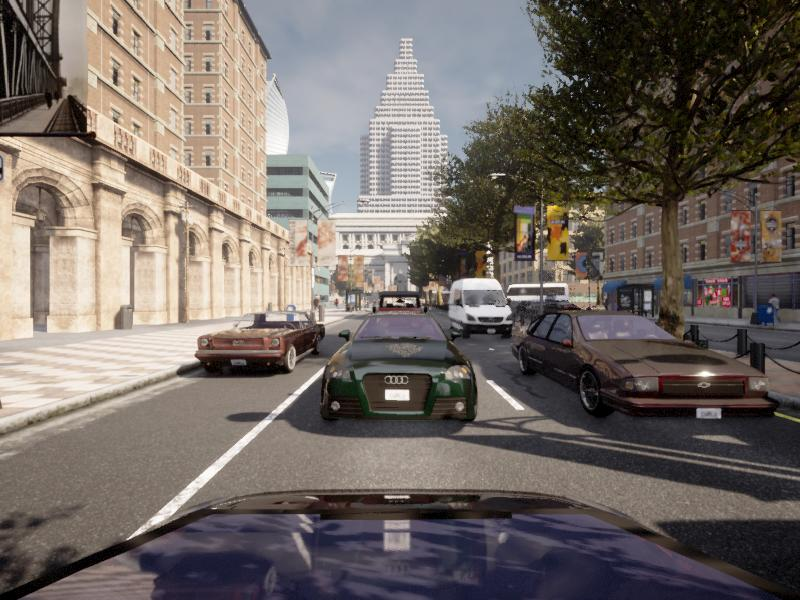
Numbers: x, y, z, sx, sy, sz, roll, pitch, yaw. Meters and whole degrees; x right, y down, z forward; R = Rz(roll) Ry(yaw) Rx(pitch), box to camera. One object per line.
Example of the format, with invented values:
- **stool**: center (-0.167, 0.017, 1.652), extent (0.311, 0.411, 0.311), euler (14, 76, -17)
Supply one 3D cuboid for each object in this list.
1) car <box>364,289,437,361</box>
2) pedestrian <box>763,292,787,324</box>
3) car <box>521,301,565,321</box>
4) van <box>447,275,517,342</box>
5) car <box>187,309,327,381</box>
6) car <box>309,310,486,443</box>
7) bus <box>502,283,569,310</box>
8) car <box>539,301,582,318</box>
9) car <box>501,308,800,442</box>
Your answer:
- **car**: center (0.002, 0.646, 12.323), extent (1.905, 1.878, 3.866), euler (0, 0, 0)
- **pedestrian**: center (22.495, 0.486, 24.013), extent (0.751, 1.860, 0.751), euler (0, 0, -2)
- **car**: center (11.509, 0.845, 32.596), extent (1.837, 1.490, 4.892), euler (0, 0, 0)
- **van**: center (3.504, 0.323, 18.293), extent (1.988, 2.561, 5.915), euler (0, 0, 0)
- **car**: center (-3.246, 0.939, 10.223), extent (1.895, 1.301, 4.718), euler (0, 0, 0)
- **car**: center (0.010, 0.908, 6.581), extent (1.994, 1.385, 4.181), euler (0, 0, 1)
- **bus**: center (22.446, -0.537, 66.249), extent (10.273, 4.253, 3.944), euler (0, 0, 23)
- **car**: center (15.012, 0.826, 37.660), extent (2.038, 1.542, 4.974), euler (0, 0, 0)
- **car**: center (3.501, 0.895, 7.189), extent (2.033, 1.411, 5.357), euler (0, 0, 0)
